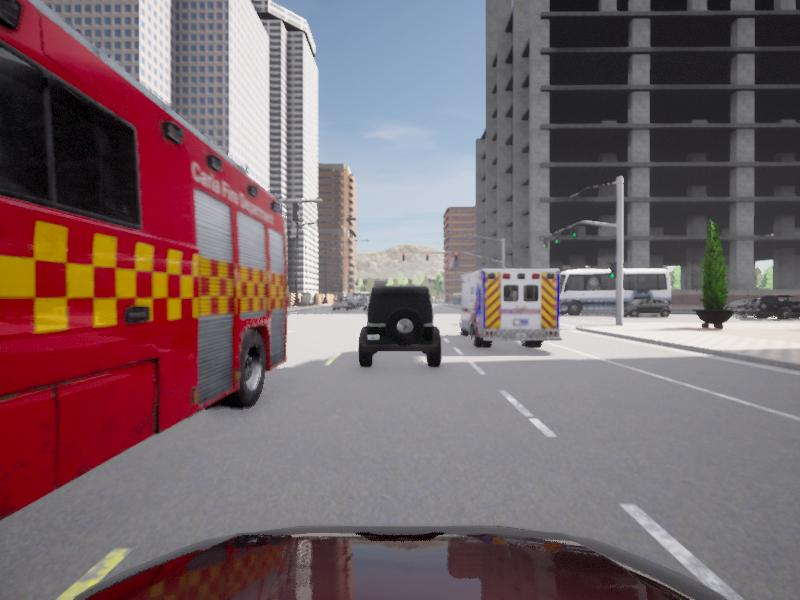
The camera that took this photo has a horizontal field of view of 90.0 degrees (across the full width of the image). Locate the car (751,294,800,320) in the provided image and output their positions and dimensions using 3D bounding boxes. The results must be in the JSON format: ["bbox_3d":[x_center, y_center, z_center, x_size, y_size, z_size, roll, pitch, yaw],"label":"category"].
[{"bbox_3d":[28.685,0.509,29.570,3.866,1.878,1.905,0,0,0],"label":"car"}]

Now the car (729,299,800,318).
[{"bbox_3d":[30.527,0.681,33.054,4.902,1.511,2.128,0,0,1],"label":"car"}]

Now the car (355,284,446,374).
[{"bbox_3d":[0.002,0.598,10.286,1.905,1.878,3.866,0,0,0],"label":"car"}]

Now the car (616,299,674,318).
[{"bbox_3d":[20.188,0.659,33.125,3.705,1.549,1.789,0,0,0],"label":"car"}]

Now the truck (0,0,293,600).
[{"bbox_3d":[-3.505,-0.337,3.424,2.891,3.827,8.468,0,0,0],"label":"truck"}]

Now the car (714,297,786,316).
[{"bbox_3d":[31.862,0.585,36.551,4.611,1.667,2.242,0,0,0],"label":"car"}]

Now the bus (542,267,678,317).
[{"bbox_3d":[18.822,-0.709,36.507,10.273,4.253,3.944,0,0,0],"label":"bus"}]

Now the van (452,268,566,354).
[{"bbox_3d":[3.494,0.310,14.451,2.351,2.431,6.366,0,0,0],"label":"van"}]

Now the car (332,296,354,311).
[{"bbox_3d":[-7.152,0.416,50.523,1.932,1.855,4.605,0,0,3],"label":"car"}]
